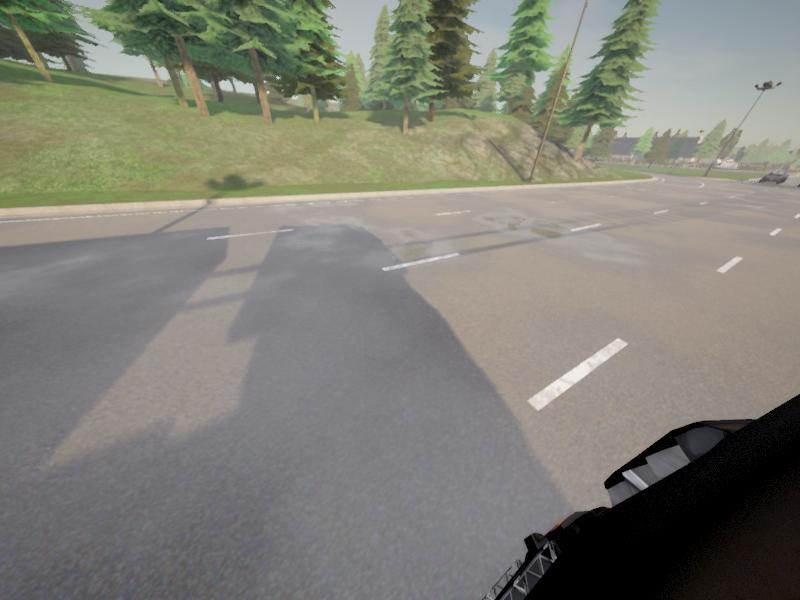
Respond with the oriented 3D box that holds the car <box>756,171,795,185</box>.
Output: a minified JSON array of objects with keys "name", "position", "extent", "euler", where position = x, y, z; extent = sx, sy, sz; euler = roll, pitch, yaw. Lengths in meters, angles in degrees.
[{"name":"car","position":[54.962,-17.924,33.788],"extent":[4.902,1.511,2.128],"euler":[-16,38,-26]}]

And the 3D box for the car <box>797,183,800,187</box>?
[{"name":"car","position":[54.608,-15.589,30.259],"extent":[4.892,1.490,1.837],"euler":[-16,38,-26]}]
